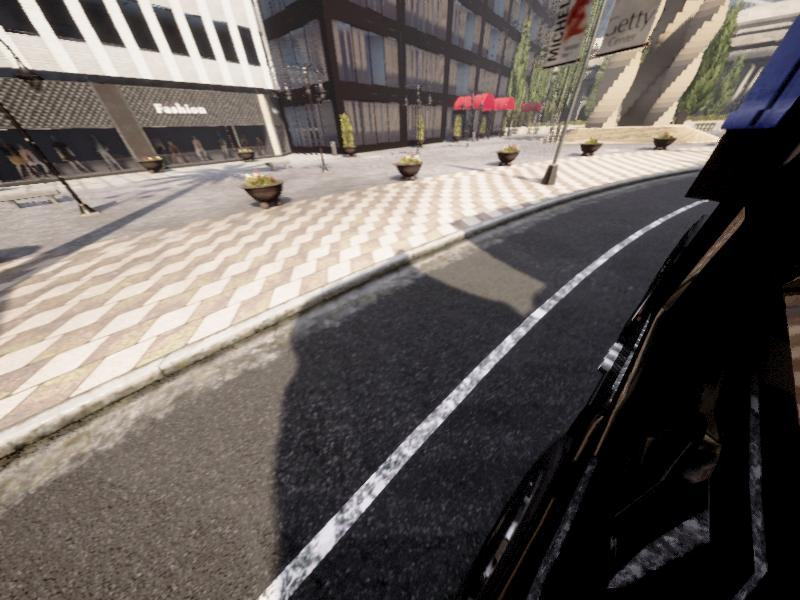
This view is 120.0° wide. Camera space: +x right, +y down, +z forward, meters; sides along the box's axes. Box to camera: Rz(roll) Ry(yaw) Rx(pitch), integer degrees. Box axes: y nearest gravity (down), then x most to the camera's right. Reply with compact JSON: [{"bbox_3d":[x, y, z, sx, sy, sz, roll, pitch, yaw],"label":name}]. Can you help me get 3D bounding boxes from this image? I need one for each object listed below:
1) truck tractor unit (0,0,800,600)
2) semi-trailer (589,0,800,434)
[{"bbox_3d":[2.645,-0.295,0.351,6.516,4.208,3.053,-28,44,-30],"label":"truck tractor unit"},{"bbox_3d":[9.339,-3.057,3.488,14.254,4.402,2.717,-20,39,-22],"label":"semi-trailer"}]
